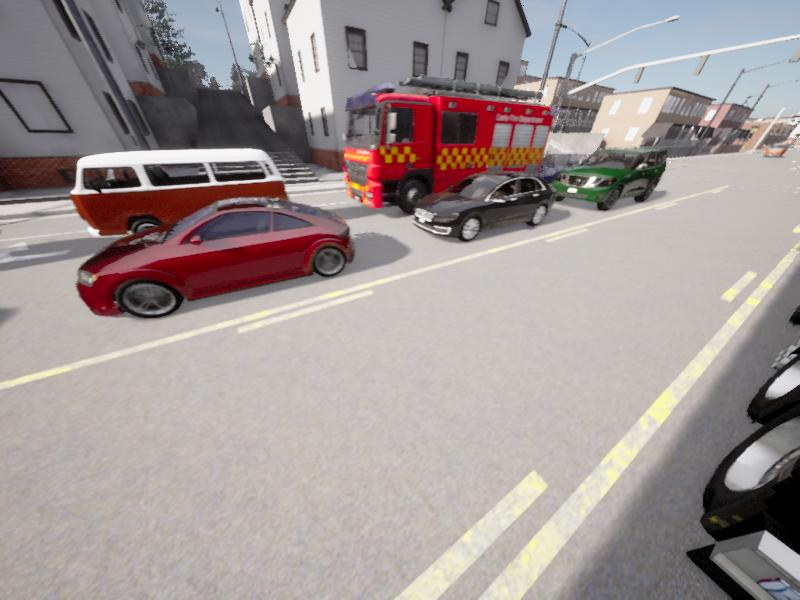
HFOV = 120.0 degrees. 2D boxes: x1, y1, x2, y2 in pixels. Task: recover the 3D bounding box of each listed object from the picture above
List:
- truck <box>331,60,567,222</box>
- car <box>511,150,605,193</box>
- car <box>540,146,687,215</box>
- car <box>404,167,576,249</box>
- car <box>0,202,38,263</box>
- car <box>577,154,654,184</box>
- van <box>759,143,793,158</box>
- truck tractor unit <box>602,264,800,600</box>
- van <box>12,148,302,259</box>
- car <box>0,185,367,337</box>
[{"bbox_3d":[2.107,-6.094,9.409,8.468,3.827,2.891,-18,39,-24],"label":"truck"},{"bbox_3d":[8.994,-7.489,13.246,4.553,1.767,2.097,-18,39,-24],"label":"car"},{"bbox_3d":[9.108,-5.322,9.919,5.566,2.045,2.150,-18,39,-24],"label":"car"},{"bbox_3d":[2.716,-3.027,7.053,4.892,1.490,1.837,-18,39,-24],"label":"car"},{"bbox_3d":[-11.043,-0.887,3.842,4.902,1.511,2.128,-18,39,-24],"label":"car"},{"bbox_3d":[15.338,-9.394,16.390,5.357,1.411,2.033,-20,40,-26],"label":"car"},{"bbox_3d":[63.367,-25.159,38.917,4.442,1.987,1.775,-18,39,-24],"label":"van"},{"bbox_3d":[5.110,-0.302,0.788,6.516,4.208,3.053,-18,39,-24],"label":"truck tractor unit"},{"bbox_3d":[-5.463,-2.912,6.334,4.480,2.038,2.069,-18,39,-24],"label":"van"},{"bbox_3d":[-3.007,-1.112,4.362,4.181,1.385,1.994,-17,38,-23],"label":"car"}]
